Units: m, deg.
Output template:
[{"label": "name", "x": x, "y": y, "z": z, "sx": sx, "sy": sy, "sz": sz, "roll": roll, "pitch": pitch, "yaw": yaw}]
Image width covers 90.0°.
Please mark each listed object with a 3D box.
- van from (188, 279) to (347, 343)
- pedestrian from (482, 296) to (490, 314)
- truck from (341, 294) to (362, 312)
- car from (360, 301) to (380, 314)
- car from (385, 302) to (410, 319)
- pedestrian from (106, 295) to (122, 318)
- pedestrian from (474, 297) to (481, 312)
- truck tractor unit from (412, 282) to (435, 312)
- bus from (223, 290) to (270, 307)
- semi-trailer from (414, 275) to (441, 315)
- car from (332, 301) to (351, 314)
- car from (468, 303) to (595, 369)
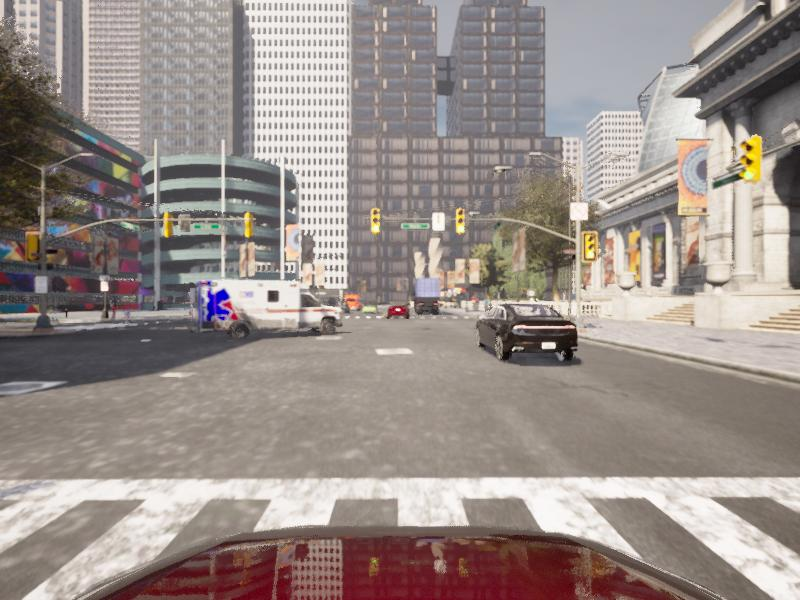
[{"label": "van", "x": -5.775, "y": 0.407, "z": 17.743, "sx": 6.366, "sy": 2.431, "sz": 2.351, "roll": 0, "pitch": 0, "yaw": -29}, {"label": "pedestrian", "x": 8.988, "y": 0.553, "z": 41.710, "sx": 0.751, "sy": 1.860, "sz": 0.751, "roll": 0, "pitch": 0, "yaw": 16}, {"label": "truck", "x": -7.231, "y": 0.421, "z": 60.446, "sx": 2.627, "sy": 2.467, "sz": 5.204, "roll": 0, "pitch": 2, "yaw": -2}, {"label": "car", "x": -3.587, "y": 0.907, "z": 48.580, "sx": 2.007, "sy": 1.525, "sz": 4.514, "roll": 0, "pitch": 0, "yaw": 0}, {"label": "car", "x": -0.138, "y": 0.911, "z": 37.182, "sx": 2.163, "sy": 1.488, "sz": 4.792, "roll": 0, "pitch": 0, "yaw": 1}, {"label": "pedestrian", "x": -23.300, "y": 0.538, "z": 32.589, "sx": 0.751, "sy": 1.860, "sz": 0.751, "roll": 0, "pitch": 0, "yaw": 11}, {"label": "pedestrian", "x": 9.527, "y": 0.565, "z": 49.005, "sx": 0.751, "sy": 1.860, "sz": 0.751, "roll": 0, "pitch": 0, "yaw": 16}, {"label": "truck tractor unit", "x": 3.379, "y": -0.428, "z": 59.142, "sx": 3.053, "sy": 4.208, "sz": 6.516, "roll": 0, "pitch": 0, "yaw": 0}, {"label": "bus", "x": -38.140, "y": -0.370, "z": 99.922, "sx": 10.273, "sy": 4.253, "sz": 3.944, "roll": 0, "pitch": 0, "yaw": 4}, {"label": "semi-trailer", "x": 3.280, "y": -0.537, "z": 51.225, "sx": 2.717, "sy": 4.402, "sz": 14.254, "roll": 0, "pitch": 0, "yaw": 1}, {"label": "car", "x": -7.097, "y": 0.894, "z": 48.739, "sx": 1.789, "sy": 1.549, "sz": 3.705, "roll": 0, "pitch": 0, "yaw": 0}, {"label": "car", "x": 3.480, "y": 0.856, "z": 11.798, "sx": 2.128, "sy": 1.511, "sz": 4.902, "roll": 0, "pitch": 0, "yaw": 0}]
